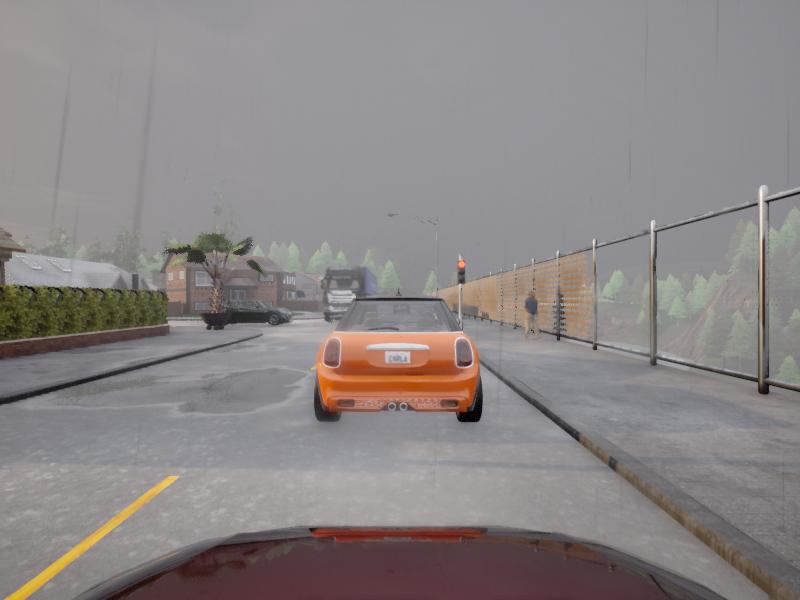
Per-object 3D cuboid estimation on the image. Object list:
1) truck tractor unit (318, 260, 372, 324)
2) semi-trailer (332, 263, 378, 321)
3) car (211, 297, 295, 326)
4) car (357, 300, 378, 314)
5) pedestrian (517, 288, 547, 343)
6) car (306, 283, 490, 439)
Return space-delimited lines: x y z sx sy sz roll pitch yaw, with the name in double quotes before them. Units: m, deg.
"truck tractor unit" -3.851 -0.525 29.658 3.053 4.208 6.516 0 0 0
"semi-trailer" -3.820 -0.617 37.570 2.717 4.402 14.254 0 0 0
"car" -9.095 0.694 25.055 4.553 1.767 2.097 0 0 -5
"car" -3.775 0.776 47.182 1.930 1.638 5.238 0 0 0
"pedestrian" 4.682 0.533 14.185 0.751 1.860 0.751 0 0 -9
"car" -0.001 0.694 6.836 2.097 1.767 4.553 0 0 1
